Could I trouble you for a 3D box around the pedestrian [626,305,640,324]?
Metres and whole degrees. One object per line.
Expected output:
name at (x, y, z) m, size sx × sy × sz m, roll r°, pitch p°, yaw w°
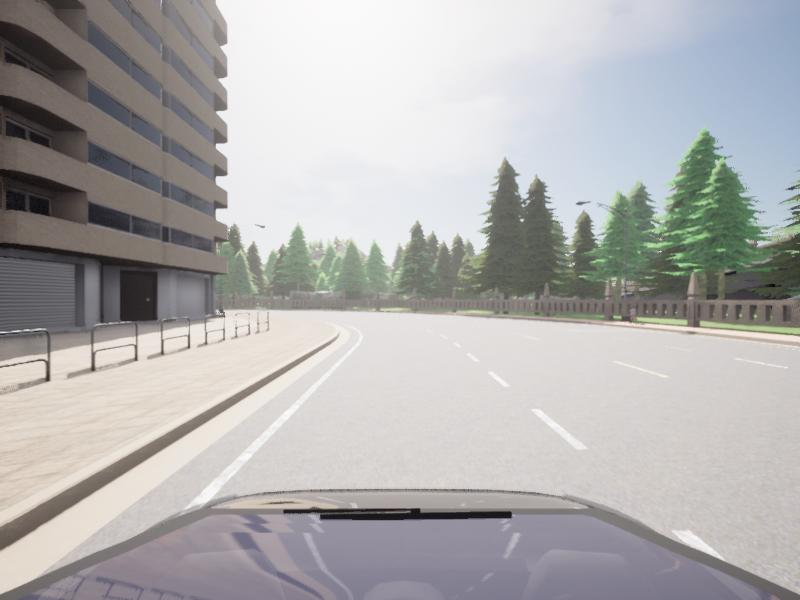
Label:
pedestrian at (13.313, 0.829, 22.869) m, size 0.500 × 1.100 × 0.500 m, roll 0°, pitch 0°, yaw -3°
